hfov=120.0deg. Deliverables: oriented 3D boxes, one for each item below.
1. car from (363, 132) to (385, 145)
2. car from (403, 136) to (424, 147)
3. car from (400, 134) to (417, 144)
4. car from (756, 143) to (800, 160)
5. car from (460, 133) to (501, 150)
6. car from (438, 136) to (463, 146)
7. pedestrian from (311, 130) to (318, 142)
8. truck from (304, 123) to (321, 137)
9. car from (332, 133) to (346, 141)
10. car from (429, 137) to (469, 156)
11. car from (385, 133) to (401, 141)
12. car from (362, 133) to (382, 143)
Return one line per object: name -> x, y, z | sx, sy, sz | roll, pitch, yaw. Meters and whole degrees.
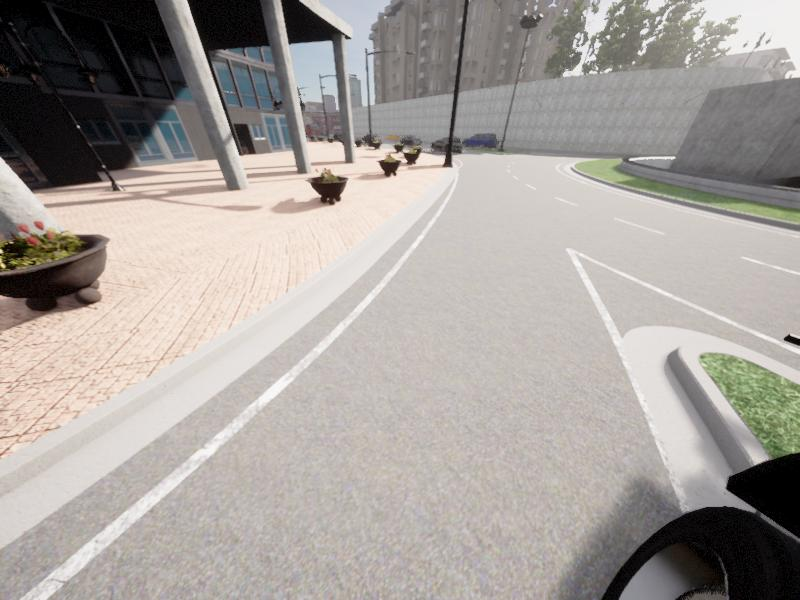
car -> -4.817, -29.784, 42.652 | 1.932, 1.855, 4.605 | -20, 41, -26
car -> 2.200, -26.880, 39.158 | 1.845, 1.501, 3.633 | -19, 40, -25
car -> 1.743, -35.225, 50.448 | 1.851, 1.617, 3.988 | -19, 41, -25
car -> 50.732, -19.982, 31.015 | 5.027, 1.651, 2.152 | -19, 41, -25
car -> 12.749, -25.453, 37.029 | 2.150, 2.045, 5.566 | -25, 44, -31
car -> 9.808, -31.380, 45.496 | 1.837, 1.490, 4.892 | -20, 41, -26
pedestrian -> -16.621, -31.700, 44.747 | 0.751, 1.860, 0.751 | -25, 44, -31
truck -> -31.108, -60.046, 81.601 | 2.891, 3.827, 8.468 | -20, 41, -26
car -> -14.595, -39.200, 55.542 | 1.851, 1.617, 3.988 | -20, 41, -26
car -> 5.642, -18.427, 27.629 | 1.930, 1.638, 5.238 | -14, 39, -19
car -> -1.825, -42.593, 60.459 | 1.882, 1.535, 5.008 | -20, 41, -26
car -> -6.160, -35.017, 49.982 | 2.152, 1.651, 5.027 | -19, 40, -26
